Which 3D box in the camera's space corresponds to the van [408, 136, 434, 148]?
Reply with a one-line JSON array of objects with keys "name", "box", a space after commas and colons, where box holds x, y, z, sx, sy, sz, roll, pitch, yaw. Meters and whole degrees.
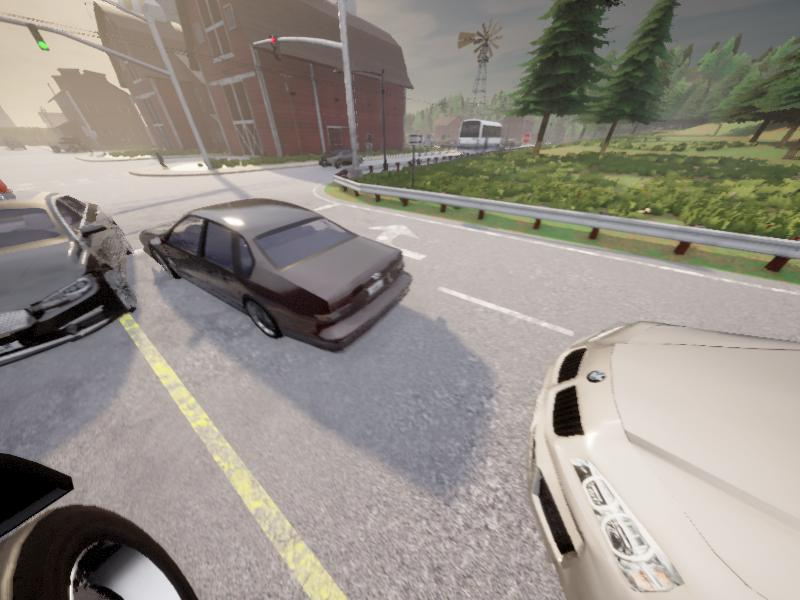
[{"name": "van", "box": [5.514, -42.224, 61.737, 6.366, 2.431, 2.351, 22, 41, 27]}]

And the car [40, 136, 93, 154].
[{"name": "car", "box": [-49.654, -23.223, 34.527, 3.866, 1.878, 1.905, -6, 41, -5]}]

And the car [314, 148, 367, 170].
[{"name": "car", "box": [-5.237, -12.766, 20.820, 1.994, 1.385, 4.181, 23, 41, 28]}]

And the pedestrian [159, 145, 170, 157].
[{"name": "pedestrian", "box": [-26.999, -17.131, 26.513, 0.500, 1.100, 0.500, -26, 43, -33]}]

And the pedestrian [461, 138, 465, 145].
[{"name": "pedestrian", "box": [20.660, -51.852, 75.691, 0.751, 1.860, 0.751, -11, 37, -16]}]

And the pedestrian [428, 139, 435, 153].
[{"name": "pedestrian", "box": [5.130, -25.067, 37.602, 0.751, 1.860, 0.751, 19, 39, 25]}]

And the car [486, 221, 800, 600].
[{"name": "car", "box": [3.076, 1.288, 0.655, 4.611, 1.667, 2.242, 22, 41, 28]}]

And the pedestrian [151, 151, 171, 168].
[{"name": "pedestrian", "box": [-18.509, -10.893, 17.944, 0.500, 1.100, 0.500, -4, 35, -6]}]

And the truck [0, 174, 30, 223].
[{"name": "truck", "box": [-15.224, -3.990, 7.317, 5.204, 2.467, 2.627, 22, 41, 27]}]

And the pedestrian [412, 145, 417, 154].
[{"name": "pedestrian", "box": [2.192, -22.517, 34.623, 0.500, 1.100, 0.500, 23, 41, 28]}]

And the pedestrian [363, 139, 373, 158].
[{"name": "pedestrian", "box": [-3.850, -18.247, 27.866, 0.751, 1.860, 0.751, 23, 41, 29]}]

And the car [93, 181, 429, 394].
[{"name": "car", "box": [-2.431, -0.881, 3.928, 5.357, 1.411, 2.033, 20, 40, 25]}]

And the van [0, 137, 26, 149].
[{"name": "van", "box": [-76.116, -30.930, 45.440, 4.442, 1.987, 1.775, 22, 41, 28]}]

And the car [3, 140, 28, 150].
[{"name": "car", "box": [-71.143, -28.742, 42.740, 3.705, 1.549, 1.789, 21, 40, 28]}]

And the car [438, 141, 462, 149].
[{"name": "car", "box": [11.867, -36.780, 54.891, 4.792, 1.488, 2.163, 22, 41, 28]}]

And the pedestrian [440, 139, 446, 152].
[{"name": "pedestrian", "box": [7.641, -27.516, 41.092, 0.751, 1.860, 0.751, 21, 40, 26]}]

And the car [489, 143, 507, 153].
[{"name": "car", "box": [17.851, -27.700, 42.024, 1.845, 1.501, 3.633, 23, 41, 28]}]

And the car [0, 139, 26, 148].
[{"name": "car", "box": [-81.306, -32.825, 48.524, 4.792, 1.488, 2.163, 22, 41, 28]}]

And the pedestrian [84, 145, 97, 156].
[{"name": "pedestrian", "box": [-37.969, -18.330, 28.336, 0.500, 1.100, 0.500, 26, 42, 31]}]

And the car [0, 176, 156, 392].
[{"name": "car", "box": [-5.846, -0.740, 3.600, 2.128, 1.511, 4.902, -29, 45, -35]}]

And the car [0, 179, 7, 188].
[{"name": "car", "box": [-23.103, -6.724, 12.073, 4.181, 1.385, 1.994, 21, 40, 26]}]

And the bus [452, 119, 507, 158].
[{"name": "bus", "box": [12.281, -24.505, 35.094, 3.944, 4.253, 10.273, 23, 41, 28]}]
